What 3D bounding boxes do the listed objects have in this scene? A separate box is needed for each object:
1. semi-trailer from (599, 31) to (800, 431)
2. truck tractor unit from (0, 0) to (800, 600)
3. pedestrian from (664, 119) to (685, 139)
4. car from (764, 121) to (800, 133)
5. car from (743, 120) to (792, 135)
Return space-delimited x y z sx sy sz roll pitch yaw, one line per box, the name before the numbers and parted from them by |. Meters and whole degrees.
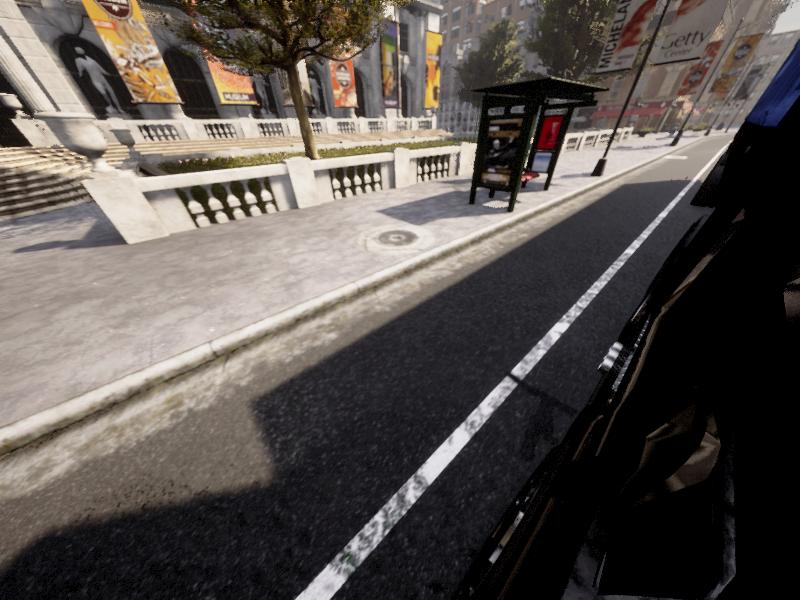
semi-trailer | 8.649 -3.611 4.316 14.254 4.402 2.717 -28 44 -31
truck tractor unit | 2.645 -0.295 0.351 6.516 4.208 3.053 -28 44 -30
pedestrian | 32.557 -20.258 27.442 0.751 1.860 0.751 -21 40 -23
car | 57.163 -25.425 33.877 4.718 1.301 1.895 -8 37 -7
car | 51.703 -24.312 32.536 4.674 1.452 2.002 -14 38 -15
